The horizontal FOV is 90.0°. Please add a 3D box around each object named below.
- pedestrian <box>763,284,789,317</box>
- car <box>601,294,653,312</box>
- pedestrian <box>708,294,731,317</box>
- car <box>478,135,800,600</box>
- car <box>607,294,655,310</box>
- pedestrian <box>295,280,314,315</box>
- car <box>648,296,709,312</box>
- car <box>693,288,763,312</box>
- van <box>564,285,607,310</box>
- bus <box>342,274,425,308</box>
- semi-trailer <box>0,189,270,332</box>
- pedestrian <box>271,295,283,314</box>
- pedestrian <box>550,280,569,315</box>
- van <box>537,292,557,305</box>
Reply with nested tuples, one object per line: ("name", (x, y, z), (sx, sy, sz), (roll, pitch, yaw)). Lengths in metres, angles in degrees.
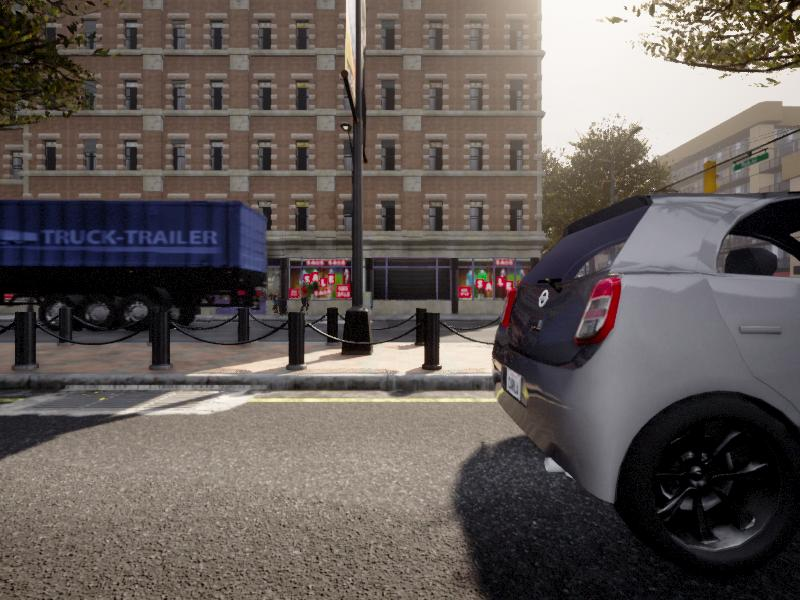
("pedestrian", (21.094, 0.034, 22.464), (0.751, 1.860, 0.751), (0, 0, 5))
("car", (20.184, 0.242, 35.853), (1.837, 1.490, 4.892), (0, 0, 0))
("pedestrian", (18.182, 0.315, 22.769), (0.751, 1.300, 0.751), (0, 0, 3))
("car", (2.425, 0.226, 2.192), (3.633, 1.501, 1.845), (0, 0, 0))
("car", (23.652, 0.198, 41.198), (1.801, 1.575, 5.366), (0, 0, 0))
("pedestrian", (-5.175, -0.114, 21.669), (0.751, 1.860, 0.751), (0, 0, 10))
("car", (23.693, 0.341, 34.300), (1.895, 1.301, 4.718), (0, 0, 0))
("car", (27.204, 0.043, 33.385), (1.932, 1.855, 4.605), (0, -1, -2))
("van", (20.136, -0.280, 43.771), (1.988, 2.561, 5.915), (0, 0, 0))
("bus", (-2.059, -1.133, 51.914), (10.273, 4.253, 3.944), (0, 0, 0))
("semi-trailer", (-12.035, -1.218, 13.701), (14.254, 4.402, 2.717), (0, 0, 0))
("pedestrian", (-7.062, 0.266, 23.001), (0.500, 1.100, 0.500), (0, 0, 14))
("pedestrian", (8.636, -0.116, 21.665), (0.751, 1.860, 0.751), (0, 0, 0))
("van", (30.422, -0.286, 83.072), (1.988, 2.561, 5.915), (0, 0, 0))
